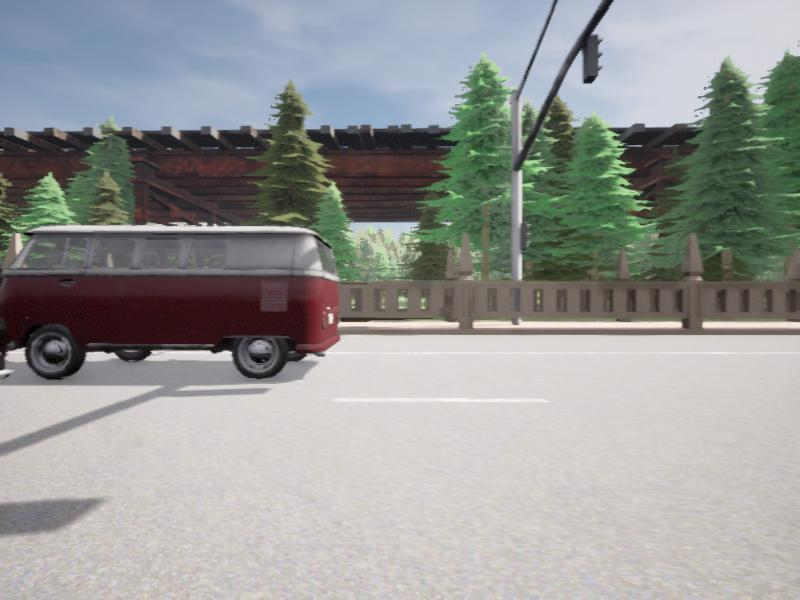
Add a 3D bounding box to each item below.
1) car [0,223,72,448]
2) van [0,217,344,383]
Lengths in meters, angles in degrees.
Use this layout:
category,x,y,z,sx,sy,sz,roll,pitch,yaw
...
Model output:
category,x,y,z,sx,sy,sz,roll,pitch,yaw
car,-5.132,0.231,2.198,4.902,1.511,2.128,0,0,0
van,-3.146,-0.004,5.699,4.442,1.987,1.775,0,0,0
